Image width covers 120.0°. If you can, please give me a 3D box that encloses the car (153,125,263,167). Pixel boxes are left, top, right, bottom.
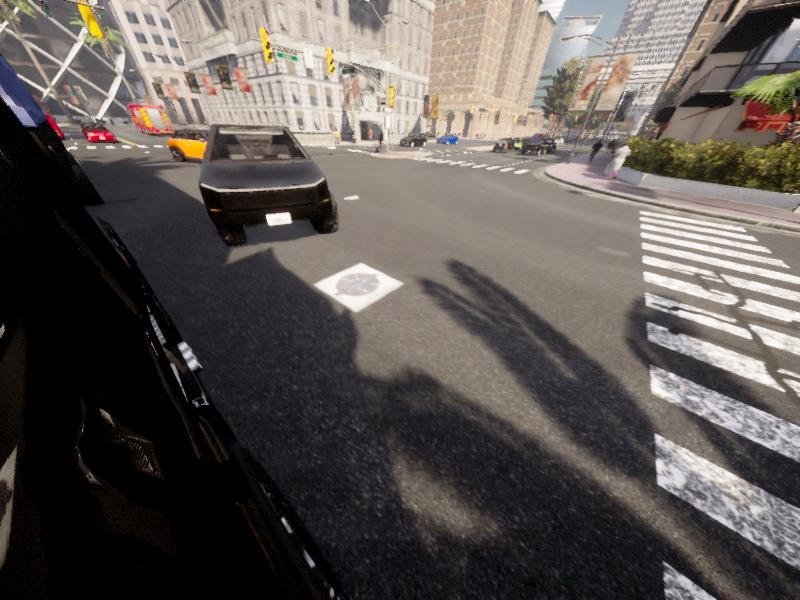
[{"bbox_3d":[-11.310,-9.294,13.901,4.553,1.767,2.097,8,37,7],"label":"car"}]

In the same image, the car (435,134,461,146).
[{"bbox_3d":[8.044,-26.648,38.417,1.882,1.535,5.008,28,44,30],"label":"car"}]

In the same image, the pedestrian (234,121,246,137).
[{"bbox_3d":[-24.410,-26.155,35.311,0.751,1.860,0.751,27,43,29],"label":"pedestrian"}]

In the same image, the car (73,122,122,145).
[{"bbox_3d":[-28.327,-15.638,21.611,4.514,1.525,2.007,28,44,30],"label":"car"}]

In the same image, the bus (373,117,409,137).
[{"bbox_3d":[-2.828,-51.213,68.334,10.273,4.253,3.944,27,43,30],"label":"bus"}]

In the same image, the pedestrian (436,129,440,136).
[{"bbox_3d":[12.379,-54.007,74.643,0.751,1.860,0.751,29,44,31],"label":"pedestrian"}]

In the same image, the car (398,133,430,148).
[{"bbox_3d":[1.971,-22.408,32.438,1.837,1.490,4.892,28,44,30],"label":"car"}]

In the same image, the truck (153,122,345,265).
[{"bbox_3d":[-3.739,-3.520,6.376,2.390,2.098,6.274,-16,41,-23],"label":"truck"}]

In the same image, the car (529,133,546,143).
[{"bbox_3d":[37.423,-43.993,62.867,2.150,2.045,5.566,28,44,30],"label":"car"}]

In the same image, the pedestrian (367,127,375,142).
[{"bbox_3d":[-4.427,-25.078,35.033,0.751,1.860,0.751,26,43,28],"label":"pedestrian"}]

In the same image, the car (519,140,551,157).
[{"bbox_3d":[16.336,-18.313,27.803,1.837,1.490,4.892,28,44,30],"label":"car"}]

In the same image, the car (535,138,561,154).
[{"bbox_3d":[20.399,-21.180,31.773,1.851,1.617,3.988,28,44,30],"label":"car"}]

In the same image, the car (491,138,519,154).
[{"bbox_3d":[13.333,-19.535,29.210,1.789,1.549,3.705,28,44,30],"label":"car"}]

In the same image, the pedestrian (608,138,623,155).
[{"bbox_3d":[29.303,-20.911,31.425,0.751,1.860,0.751,29,44,31],"label":"pedestrian"}]

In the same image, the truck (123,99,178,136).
[{"bbox_3d":[-36.084,-26.202,33.351,8.468,3.827,2.891,29,44,31],"label":"truck"}]

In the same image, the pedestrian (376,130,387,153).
[{"bbox_3d":[-1.882,-15.957,23.254,0.751,1.860,0.751,28,44,30],"label":"pedestrian"}]

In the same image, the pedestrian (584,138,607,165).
[{"bbox_3d":[16.734,-12.760,19.810,0.751,1.860,0.751,30,45,32],"label":"pedestrian"}]

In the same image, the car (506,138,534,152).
[{"bbox_3d":[17.271,-22.270,33.115,2.007,1.525,4.514,28,44,30],"label":"car"}]

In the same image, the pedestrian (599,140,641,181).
[{"bbox_3d":[12.189,-7.779,12.893,0.751,1.860,0.751,11,38,11],"label":"pedestrian"}]

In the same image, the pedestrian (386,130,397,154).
[{"bbox_3d":[-0.877,-15.763,23.053,0.751,1.860,0.751,30,45,32],"label":"pedestrian"}]

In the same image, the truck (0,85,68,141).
[{"bbox_3d":[-36.045,-17.953,22.337,8.468,3.827,2.891,28,44,30],"label":"truck"}]

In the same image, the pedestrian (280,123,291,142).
[{"bbox_3d":[-14.732,-21.541,29.711,0.751,1.860,0.751,-21,43,-28],"label":"pedestrian"}]

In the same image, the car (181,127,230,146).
[{"bbox_3d":[-20.333,-17.106,24.168,4.181,1.385,1.994,20,40,22],"label":"car"}]

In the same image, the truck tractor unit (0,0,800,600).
[{"bbox_3d":[-2.645,-0.295,0.351,6.516,4.208,3.053,28,44,30],"label":"truck tractor unit"}]

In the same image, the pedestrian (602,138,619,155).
[{"bbox_3d":[28.170,-20.585,30.924,0.751,1.860,0.751,16,39,17],"label":"pedestrian"}]

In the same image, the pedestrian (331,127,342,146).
[{"bbox_3d":[-7.819,-20.146,28.495,0.751,1.860,0.751,-26,45,-32],"label":"pedestrian"}]

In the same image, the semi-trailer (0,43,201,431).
[{"bbox_3d":[-8.694,-3.595,4.251,14.254,4.402,2.717,28,44,30],"label":"semi-trailer"}]
